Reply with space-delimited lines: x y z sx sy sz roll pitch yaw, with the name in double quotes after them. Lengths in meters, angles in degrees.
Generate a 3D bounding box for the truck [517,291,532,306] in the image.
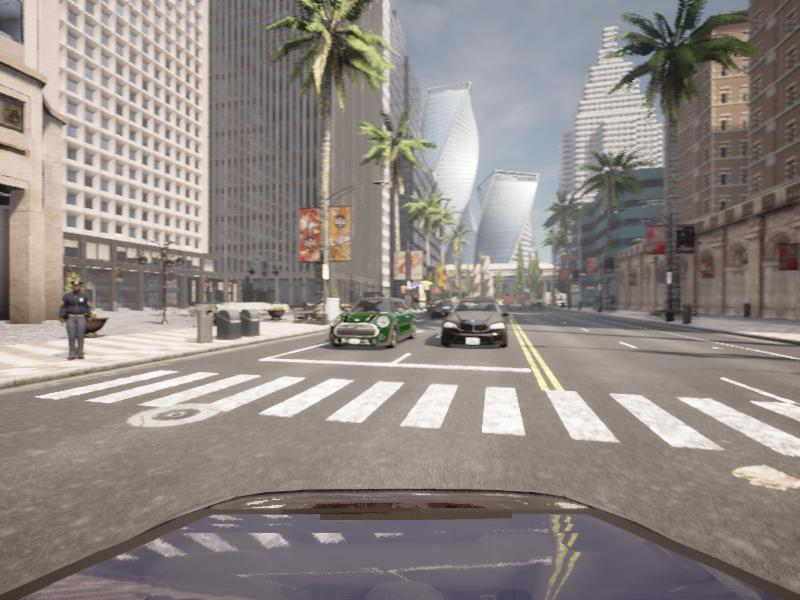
32.546 -0.291 104.348 2.891 3.827 8.468 0 0 24 "truck"

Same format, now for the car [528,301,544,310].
23.492 0.872 69.297 2.128 1.511 4.902 0 0 14 "car"

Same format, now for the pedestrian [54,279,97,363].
-7.628 0.463 9.428 0.751 1.860 0.751 0 0 -37 "pedestrian"

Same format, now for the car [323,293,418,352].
-0.834 0.688 14.487 2.097 1.767 4.553 0 0 14 "car"

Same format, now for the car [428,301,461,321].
3.738 0.822 32.649 2.038 1.542 4.974 0 0 14 "car"

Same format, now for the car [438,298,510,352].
2.847 0.752 14.778 2.242 1.667 4.611 0 1 14 "car"

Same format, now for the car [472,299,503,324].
6.367 0.782 28.757 2.033 1.649 4.856 0 -1 14 "car"

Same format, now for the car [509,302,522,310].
19.482 0.961 67.596 1.895 1.301 4.718 0 0 14 "car"

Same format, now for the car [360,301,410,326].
-0.900 0.839 27.299 2.163 1.488 4.792 0 0 14 "car"
